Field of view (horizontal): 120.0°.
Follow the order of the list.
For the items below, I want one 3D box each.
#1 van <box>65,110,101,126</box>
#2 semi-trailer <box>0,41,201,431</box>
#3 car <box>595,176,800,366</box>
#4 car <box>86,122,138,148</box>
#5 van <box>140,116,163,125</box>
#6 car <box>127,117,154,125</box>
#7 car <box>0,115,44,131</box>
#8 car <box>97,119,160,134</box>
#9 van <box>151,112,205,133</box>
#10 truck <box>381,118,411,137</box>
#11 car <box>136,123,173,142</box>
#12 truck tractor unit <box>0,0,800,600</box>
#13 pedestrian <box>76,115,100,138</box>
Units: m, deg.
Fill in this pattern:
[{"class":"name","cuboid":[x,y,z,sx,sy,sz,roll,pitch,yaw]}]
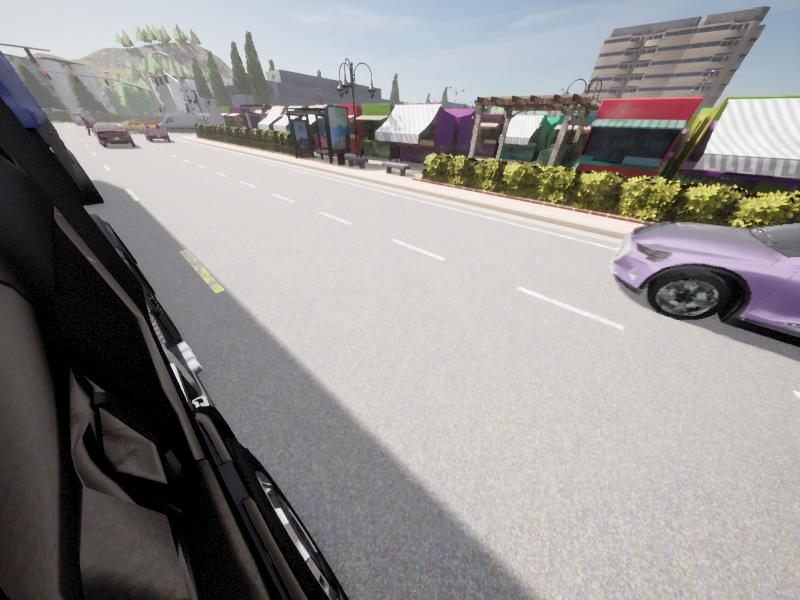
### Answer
[{"class":"van","cuboid":[-66.602,-38.402,48.688,2.351,2.431,6.366,-21,43,-28]},{"class":"semi-trailer","cuboid":[-8.682,-3.618,4.239,14.254,4.402,2.717,28,44,30]},{"class":"car","cuboid":[5.884,-0.156,2.866,4.856,1.649,2.033,29,44,31]},{"class":"car","cuboid":[-24.004,-13.765,19.227,5.008,1.535,1.882,29,44,30]},{"class":"van","cuboid":[-70.863,-51.343,66.077,1.775,1.987,4.442,-1,37,-5]},{"class":"car","cuboid":[-74.374,-51.260,66.286,2.152,1.651,5.027,1,37,-3]},{"class":"car","cuboid":[-48.499,-21.959,28.631,2.007,1.525,4.514,30,45,31]},{"class":"car","cuboid":[-37.349,-23.990,32.006,1.801,1.575,5.366,12,38,12]},{"class":"van","cuboid":[-37.213,-29.751,38.908,5.915,2.561,1.988,-28,47,-35]},{"class":"truck","cuboid":[-1.091,-46.413,62.374,2.891,3.827,8.468,30,44,31]},{"class":"car","cuboid":[-25.604,-17.492,24.110,3.633,1.501,1.845,31,45,33]},{"class":"truck tractor unit","cuboid":[-2.645,-0.295,0.351,6.516,4.208,3.053,28,44,30]},{"class":"pedestrian","cuboid":[-33.223,-18.457,24.601,0.751,1.860,0.751,28,44,30]}]
